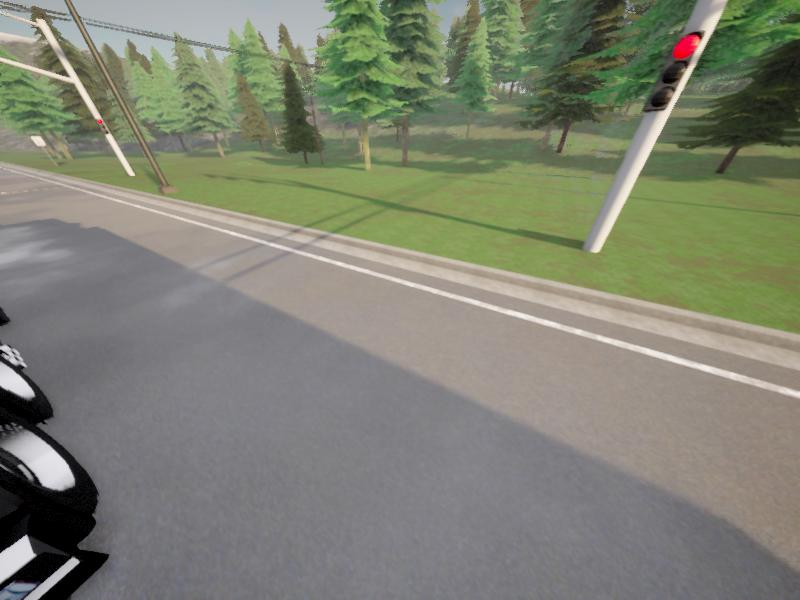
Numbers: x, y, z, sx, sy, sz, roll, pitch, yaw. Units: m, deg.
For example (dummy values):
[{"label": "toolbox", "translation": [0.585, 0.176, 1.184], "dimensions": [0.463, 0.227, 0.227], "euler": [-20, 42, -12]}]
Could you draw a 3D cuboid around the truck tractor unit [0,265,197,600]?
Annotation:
[{"label": "truck tractor unit", "translation": [-5.118, -0.293, 0.775], "dimensions": [6.516, 4.208, 3.053], "euler": [18, 39, 24]}]
